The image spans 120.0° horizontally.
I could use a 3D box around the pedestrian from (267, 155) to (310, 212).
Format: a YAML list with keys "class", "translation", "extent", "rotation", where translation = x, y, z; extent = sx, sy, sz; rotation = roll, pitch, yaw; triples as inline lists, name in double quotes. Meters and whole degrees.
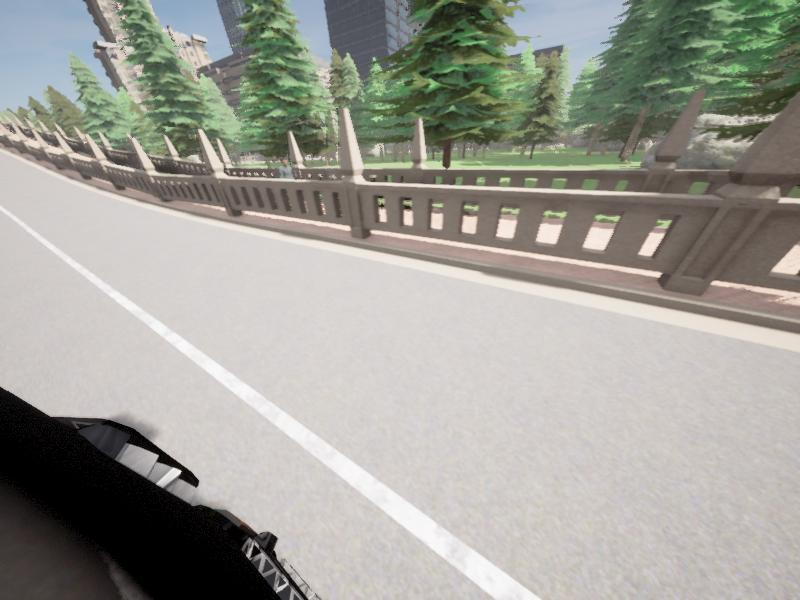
- class: "pedestrian"
  translation: [-4.319, -4.559, 9.066]
  extent: [0.751, 1.860, 0.751]
  rotation: [16, 38, 26]
